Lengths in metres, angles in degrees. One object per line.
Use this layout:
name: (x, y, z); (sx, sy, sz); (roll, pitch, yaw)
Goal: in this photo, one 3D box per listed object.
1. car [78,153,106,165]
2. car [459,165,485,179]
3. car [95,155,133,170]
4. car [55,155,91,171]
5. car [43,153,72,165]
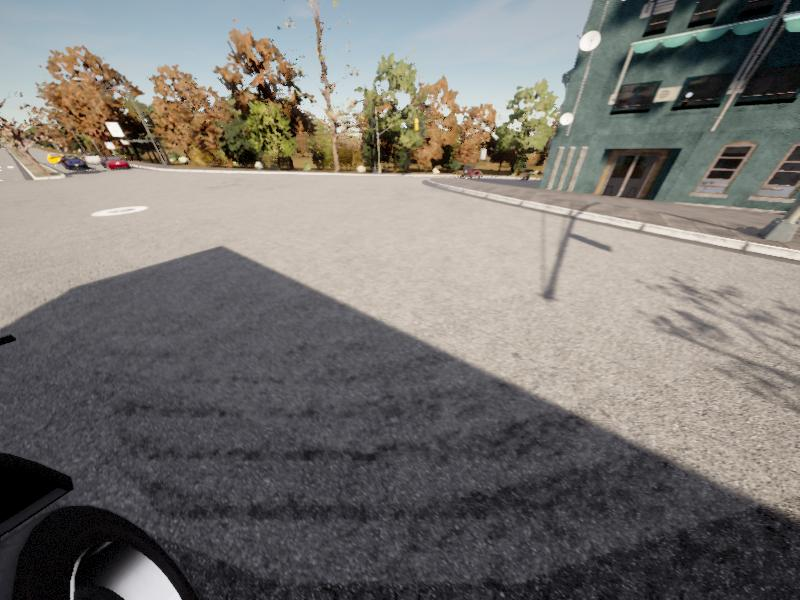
car: (-48.781, -22.359, 36.554); (3.633, 1.501, 1.845); (21, 40, 29)
car: (11.702, -20.711, 37.398); (3.866, 1.878, 1.905); (-23, 39, -37)
car: (-36.272, -17.458, 29.278); (4.181, 1.385, 1.994); (21, 40, 29)
car: (-41.408, -17.414, 29.233); (4.193, 1.474, 1.816); (21, 40, 29)
car: (-56.189, -23.135, 37.881); (5.008, 1.535, 1.882); (21, 40, 29)
